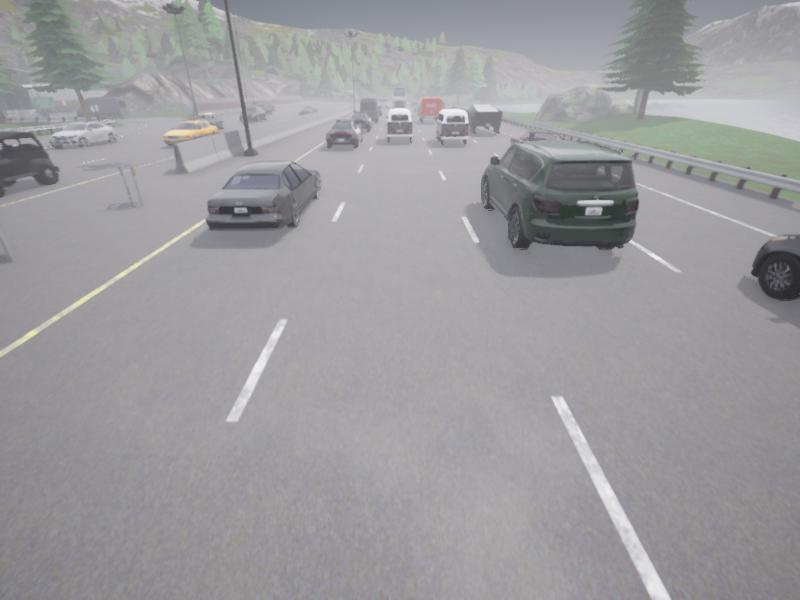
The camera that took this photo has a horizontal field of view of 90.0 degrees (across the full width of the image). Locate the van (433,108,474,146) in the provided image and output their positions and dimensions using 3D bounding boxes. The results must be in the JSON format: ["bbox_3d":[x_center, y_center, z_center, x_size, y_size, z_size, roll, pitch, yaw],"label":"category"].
[{"bbox_3d":[3.475,-11.686,26.869,2.069,2.038,4.480,0,27,0],"label":"van"}]

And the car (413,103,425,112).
[{"bbox_3d":[3.440,-34.493,71.686,1.895,1.301,4.718,0,27,0],"label":"car"}]

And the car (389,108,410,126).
[{"bbox_3d":[-0.036,-19.438,42.450,2.128,1.511,4.902,0,27,0],"label":"car"}]

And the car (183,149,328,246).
[{"bbox_3d":[-3.509,-3.088,11.065,2.033,1.411,5.357,0,27,0],"label":"car"}]

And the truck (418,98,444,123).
[{"bbox_3d":[3.456,-21.910,46.107,2.627,2.467,5.204,0,26,0],"label":"truck"}]

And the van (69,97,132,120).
[{"bbox_3d":[-38.372,-24.637,51.372,5.915,2.561,1.988,0,27,0],"label":"van"}]

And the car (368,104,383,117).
[{"bbox_3d":[-3.550,-27.906,58.822,2.007,1.525,4.514,0,27,0],"label":"car"}]

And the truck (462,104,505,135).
[{"bbox_3d":[6.968,-15.587,34.291,2.390,2.098,6.274,0,27,0],"label":"truck"}]

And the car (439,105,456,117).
[{"bbox_3d":[6.951,-27.690,58.525,1.895,1.301,4.718,0,27,0],"label":"car"}]

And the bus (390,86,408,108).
[{"bbox_3d":[-0.209,-47.993,94.578,3.944,4.253,10.273,0,27,0],"label":"bus"}]

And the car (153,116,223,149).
[{"bbox_3d":[-14.024,-11.361,26.958,1.801,1.575,5.366,0,27,0],"label":"car"}]

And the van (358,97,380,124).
[{"bbox_3d":[-3.490,-21.895,46.120,1.988,2.561,5.915,-1,28,0],"label":"van"}]

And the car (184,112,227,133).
[{"bbox_3d":[-17.531,-16.118,36.298,1.970,1.475,3.806,0,27,0],"label":"car"}]

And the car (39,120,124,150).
[{"bbox_3d":[-21.022,-11.099,26.689,1.812,1.442,4.674,0,27,0],"label":"car"}]

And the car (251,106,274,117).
[{"bbox_3d":[-21.051,-29.012,61.413,1.895,1.301,4.718,0,27,0],"label":"car"}]

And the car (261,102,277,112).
[{"bbox_3d":[-24.564,-36.285,75.209,1.789,1.549,3.705,0,27,0],"label":"car"}]

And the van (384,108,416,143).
[{"bbox_3d":[-0.016,-12.420,28.325,2.069,2.038,4.480,0,27,0],"label":"van"}]

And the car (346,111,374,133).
[{"bbox_3d":[-3.531,-16.168,36.155,2.038,1.542,4.974,0,27,0],"label":"car"}]

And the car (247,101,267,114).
[{"bbox_3d":[-24.560,-33.229,68.982,1.905,1.878,3.866,0,27,0],"label":"car"}]

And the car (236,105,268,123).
[{"bbox_3d":[-17.541,-22.172,47.636,2.097,1.767,4.553,0,27,0],"label":"car"}]

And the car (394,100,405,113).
[{"bbox_3d":[-0.059,-33.864,69.903,1.905,1.878,3.866,0,27,0],"label":"car"}]

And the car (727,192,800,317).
[{"bbox_3d":[6.994,-0.075,4.975,2.007,1.525,4.514,0,27,0],"label":"car"}]

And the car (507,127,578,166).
[{"bbox_3d":[6.983,-7.863,20.258,1.895,1.301,4.718,0,27,0],"label":"car"}]

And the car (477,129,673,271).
[{"bbox_3d":[3.491,-2.756,9.630,2.150,2.045,5.566,0,28,0],"label":"car"}]

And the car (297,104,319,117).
[{"bbox_3d":[-14.051,-29.082,61.425,2.152,1.651,5.027,0,27,0],"label":"car"}]

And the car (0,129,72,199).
[{"bbox_3d":[-14.014,-4.708,13.779,1.905,1.878,3.866,0,27,0],"label":"car"}]

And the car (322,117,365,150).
[{"bbox_3d":[-3.523,-10.865,25.940,2.038,1.542,4.974,0,28,0],"label":"car"}]

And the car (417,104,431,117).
[{"bbox_3d":[3.448,-27.588,58.176,1.816,1.474,4.193,0,27,0],"label":"car"}]
